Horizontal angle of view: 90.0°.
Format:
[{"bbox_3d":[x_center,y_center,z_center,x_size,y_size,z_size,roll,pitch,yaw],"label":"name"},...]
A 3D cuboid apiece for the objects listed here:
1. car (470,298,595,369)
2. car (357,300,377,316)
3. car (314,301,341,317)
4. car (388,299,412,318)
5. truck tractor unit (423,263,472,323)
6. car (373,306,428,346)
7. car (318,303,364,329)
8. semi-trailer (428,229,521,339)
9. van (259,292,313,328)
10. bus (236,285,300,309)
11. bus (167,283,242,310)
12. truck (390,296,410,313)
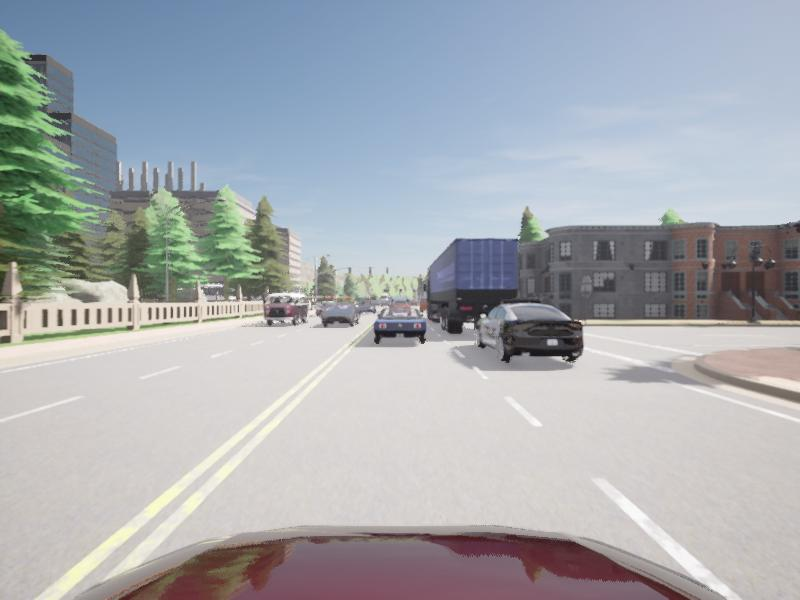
[{"bbox_3d":[3.501,0.768,11.775,1.930,1.638,5.238,0,0,0],"label":"car"},{"bbox_3d":[-3.495,0.777,42.720,1.851,1.617,3.988,0,0,0],"label":"car"},{"bbox_3d":[-6.995,0.843,39.077,1.970,1.475,3.806,0,0,0],"label":"car"},{"bbox_3d":[0.006,0.770,38.324,2.152,1.651,5.027,0,0,0],"label":"car"},{"bbox_3d":[3.510,-0.525,31.113,3.053,4.208,6.516,0,0,0],"label":"truck tractor unit"},{"bbox_3d":[0.002,0.940,16.116,1.895,1.301,4.718,0,0,0],"label":"car"},{"bbox_3d":[-3.498,0.888,24.618,2.033,1.411,5.357,0,0,0],"label":"car"},{"bbox_3d":[3.512,-0.624,23.200,2.717,4.402,14.254,0,0,0],"label":"semi-trailer"},{"bbox_3d":[-6.998,0.568,25.003,2.069,2.038,4.480,0,0,0],"label":"van"},{"bbox_3d":[-23.736,-0.552,72.575,10.273,4.253,3.944,0,0,0],"label":"bus"},{"bbox_3d":[-31.937,-0.551,65.715,10.273,4.253,3.944,0,0,-2],"label":"bus"},{"bbox_3d":[0.008,0.529,49.944,2.390,2.098,6.274,0,0,0],"label":"truck"}]
